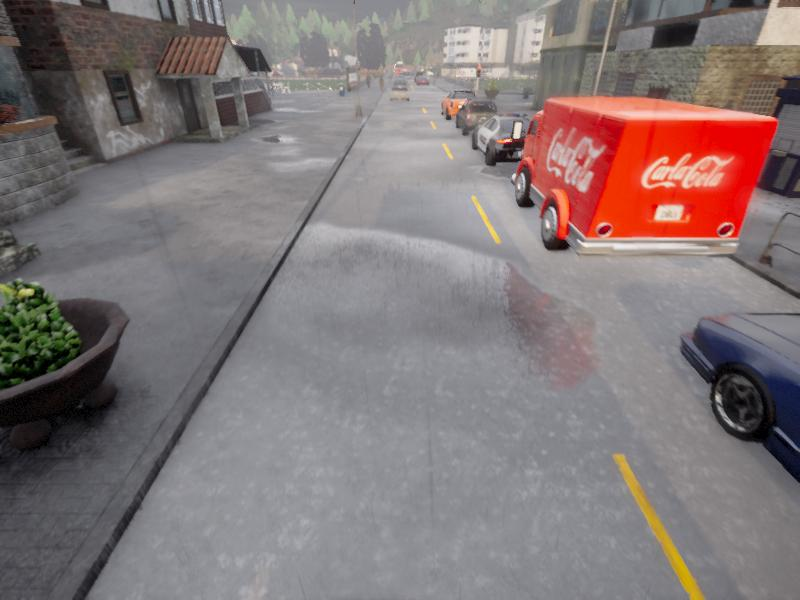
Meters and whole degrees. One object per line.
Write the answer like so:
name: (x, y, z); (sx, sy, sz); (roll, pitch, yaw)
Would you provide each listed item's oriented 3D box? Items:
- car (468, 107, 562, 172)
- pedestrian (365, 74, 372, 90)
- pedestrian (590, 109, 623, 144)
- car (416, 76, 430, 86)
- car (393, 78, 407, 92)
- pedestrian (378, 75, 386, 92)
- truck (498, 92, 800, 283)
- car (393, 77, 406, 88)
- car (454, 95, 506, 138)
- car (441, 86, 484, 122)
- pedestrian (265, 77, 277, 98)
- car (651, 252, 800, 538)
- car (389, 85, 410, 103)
car: (3.989, -6.136, 14.932); (2.038, 1.542, 4.974); (0, 30, 0)
pedestrian: (-4.339, -29.802, 54.713); (0.751, 1.860, 0.751); (-11, 32, -18)
pedestrian: (8.788, -7.412, 17.082); (0.751, 1.300, 0.751); (0, 30, 0)
car: (3.975, -38.209, 69.791); (1.994, 1.385, 4.181); (-1, 30, -1)
car: (-0.014, -29.504, 54.823); (1.837, 1.490, 4.892); (0, 30, 0)
pedestrian: (-2.268, -27.214, 50.300); (0.751, 1.860, 0.751); (9, 32, 15)
truck: (3.991, -2.645, 8.043); (2.627, 2.467, 5.204); (0, 30, 0)
car: (-0.044, -34.483, 63.412); (2.033, 1.411, 5.357); (0, 30, 0)
car: (3.986, -9.583, 20.734); (1.851, 1.617, 3.988); (0, 30, 0)
car: (3.979, -12.991, 26.362); (2.097, 1.767, 4.553); (0, 30, 0)
pedestrian: (-13.269, -21.905, 41.292); (0.751, 1.860, 0.751); (-16, 34, -25)
car: (3.996, 1.479, 2.079); (2.033, 1.411, 5.357); (0, 30, 0)
car: (-0.027, -20.179, 39.114); (1.895, 1.301, 4.718); (0, 30, 0)
